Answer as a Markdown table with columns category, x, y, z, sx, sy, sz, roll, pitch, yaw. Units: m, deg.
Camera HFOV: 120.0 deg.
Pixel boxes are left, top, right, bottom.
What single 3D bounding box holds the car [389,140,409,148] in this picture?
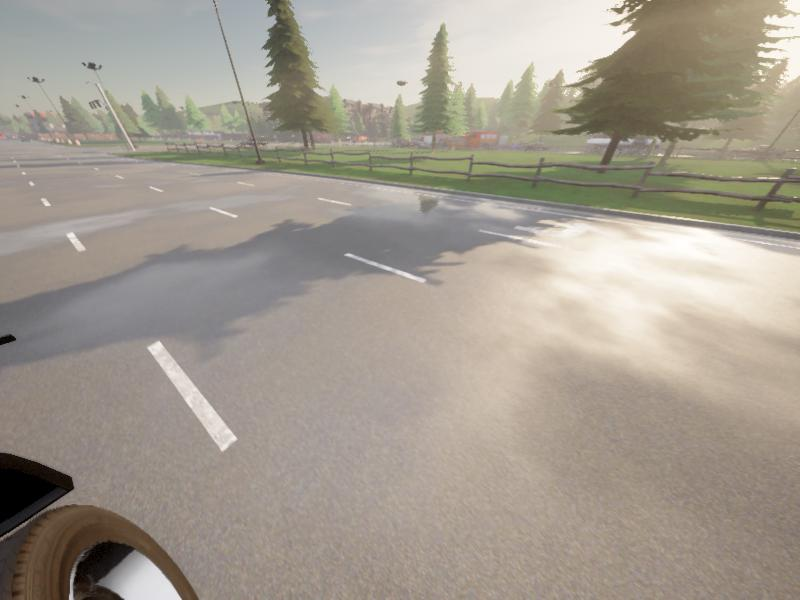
| category | x | y | z | sx | sy | sz | roll | pitch | yaw |
| --- | --- | --- | --- | --- | --- | --- | --- | --- | --- |
| car | -0.187 | -40.728 | 60.144 | 4.856 | 1.649 | 2.033 | 22 | 41 | 28 |

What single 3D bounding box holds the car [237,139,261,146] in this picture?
| category | x | y | z | sx | sy | sz | roll | pitch | yaw |
| --- | --- | --- | --- | --- | --- | --- | --- | --- | --- |
| car | -41.200 | -43.023 | 63.080 | 1.837 | 1.490 | 4.892 | 23 | 41 | 28 |

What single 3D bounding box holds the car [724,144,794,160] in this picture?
| category | x | y | z | sx | sy | sz | roll | pitch | yaw |
| --- | --- | --- | --- | --- | --- | --- | --- | --- | --- |
| car | 51.451 | -21.402 | 33.340 | 5.027 | 1.651 | 2.152 | 28 | 44 | 34 |

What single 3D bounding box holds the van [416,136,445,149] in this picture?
| category | x | y | z | sx | sy | sz | roll | pitch | yaw |
| --- | --- | --- | --- | --- | --- | --- | --- | --- | --- |
| van | 7.259 | -37.986 | 55.657 | 6.366 | 2.431 | 2.351 | 22 | 41 | 28 |

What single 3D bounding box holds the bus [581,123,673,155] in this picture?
| category | x | y | z | sx | sy | sz | roll | pitch | yaw |
| --- | --- | --- | --- | --- | --- | --- | --- | --- | --- |
| bus | 38.888 | -28.094 | 40.400 | 10.273 | 4.253 | 3.944 | 22 | 41 | 28 |

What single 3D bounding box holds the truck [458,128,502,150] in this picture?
| category | x | y | z | sx | sy | sz | roll | pitch | yaw |
| --- | --- | --- | --- | --- | --- | --- | --- | --- | --- |
| truck | 18.070 | -36.580 | 52.567 | 8.468 | 3.827 | 2.891 | 22 | 41 | 28 |

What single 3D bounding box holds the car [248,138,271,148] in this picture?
| category | x | y | z | sx | sy | sz | roll | pitch | yaw |
| --- | --- | --- | --- | --- | --- | --- | --- | --- | --- |
| car | -33.626 | -37.840 | 55.503 | 1.905 | 1.878 | 3.866 | 23 | 41 | 28 |

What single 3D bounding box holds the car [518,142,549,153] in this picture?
| category | x | y | z | sx | sy | sz | roll | pitch | yaw |
| --- | --- | --- | --- | --- | --- | --- | --- | --- | --- |
| car | 26.061 | -29.859 | 45.161 | 4.892 | 1.490 | 1.837 | 23 | 41 | 28 |

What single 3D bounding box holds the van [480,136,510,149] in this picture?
| category | x | y | z | sx | sy | sz | roll | pitch | yaw |
| --- | --- | --- | --- | --- | --- | --- | --- | --- | --- |
| van | 23.311 | -38.852 | 56.920 | 5.915 | 2.561 | 1.988 | 22 | 41 | 28 |

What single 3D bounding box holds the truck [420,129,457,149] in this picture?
| category | x | y | z | sx | sy | sz | roll | pitch | yaw |
| --- | --- | --- | --- | --- | --- | --- | --- | --- | --- |
| truck | 9.477 | -40.117 | 57.489 | 8.468 | 3.827 | 2.891 | 22 | 41 | 28 |

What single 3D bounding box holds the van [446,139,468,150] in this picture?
| category | x | y | z | sx | sy | sz | roll | pitch | yaw |
| --- | --- | --- | --- | --- | --- | --- | --- | --- | --- |
| van | 12.946 | -35.461 | 52.524 | 4.442 | 1.987 | 1.775 | 22 | 41 | 28 |

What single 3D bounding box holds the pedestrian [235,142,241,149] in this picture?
| category | x | y | z | sx | sy | sz | roll | pitch | yaw |
| --- | --- | --- | --- | --- | --- | --- | --- | --- | --- |
| pedestrian | -30.335 | -28.874 | 43.205 | 0.500 | 1.100 | 0.500 | 25 | 42 | 31 |

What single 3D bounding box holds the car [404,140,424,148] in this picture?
| category | x | y | z | sx | sy | sz | roll | pitch | yaw |
| --- | --- | --- | --- | --- | --- | --- | --- | --- | --- |
| car | 3.873 | -43.912 | 64.873 | 5.027 | 1.651 | 2.152 | 22 | 41 | 28 |

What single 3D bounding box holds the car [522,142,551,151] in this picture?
| category | x | y | z | sx | sy | sz | roll | pitch | yaw |
| --- | --- | --- | --- | --- | --- | --- | --- | --- | --- |
| car | 29.608 | -33.363 | 50.120 | 5.008 | 1.535 | 1.882 | 22 | 41 | 28 |

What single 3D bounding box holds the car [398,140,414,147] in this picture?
| category | x | y | z | sx | sy | sz | roll | pitch | yaw |
| --- | --- | --- | --- | --- | --- | --- | --- | --- | --- |
| car | 1.521 | -42.476 | 62.681 | 3.988 | 1.617 | 1.851 | 22 | 41 | 28 |

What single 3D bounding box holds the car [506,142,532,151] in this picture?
| category | x | y | z | sx | sy | sz | roll | pitch | yaw |
| --- | --- | --- | --- | --- | --- | --- | --- | --- | --- |
| car | 25.765 | -33.425 | 50.178 | 4.514 | 1.525 | 2.007 | -2 | 35 | -2 |
